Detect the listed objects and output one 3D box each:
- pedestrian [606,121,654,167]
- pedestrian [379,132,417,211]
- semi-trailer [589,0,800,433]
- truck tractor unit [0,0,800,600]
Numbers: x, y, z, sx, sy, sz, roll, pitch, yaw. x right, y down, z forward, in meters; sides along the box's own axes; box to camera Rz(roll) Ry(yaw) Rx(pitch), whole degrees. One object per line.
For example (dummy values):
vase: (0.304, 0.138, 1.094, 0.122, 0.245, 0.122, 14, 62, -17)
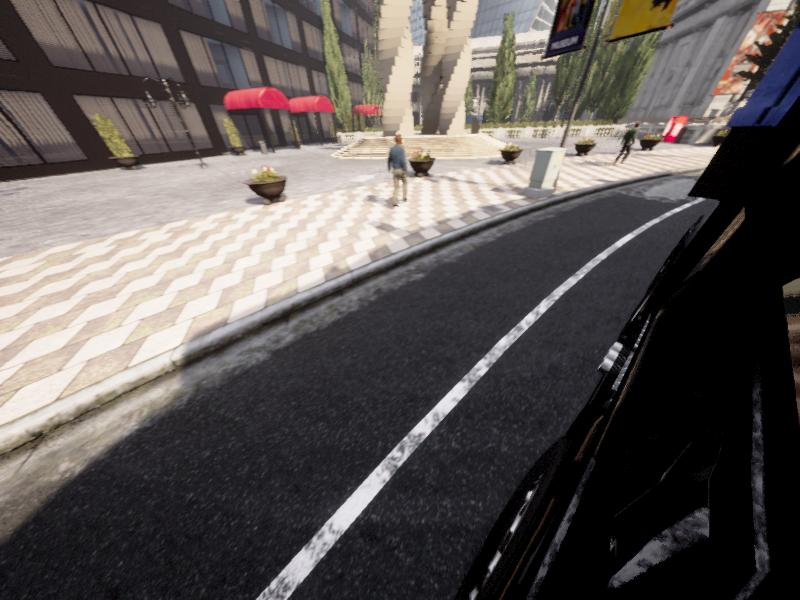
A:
pedestrian: (11.488, -7.833, 11.633, 0.751, 1.860, 0.751, -11, 38, -11)
pedestrian: (-0.022, -3.672, 6.639, 0.751, 1.860, 0.751, 15, 40, 21)
semi-trailer: (9.298, -3.083, 3.574, 14.254, 4.402, 2.717, -20, 40, -23)
truck tractor unit: (2.645, -0.295, 0.351, 6.516, 4.208, 3.053, -28, 44, -30)
